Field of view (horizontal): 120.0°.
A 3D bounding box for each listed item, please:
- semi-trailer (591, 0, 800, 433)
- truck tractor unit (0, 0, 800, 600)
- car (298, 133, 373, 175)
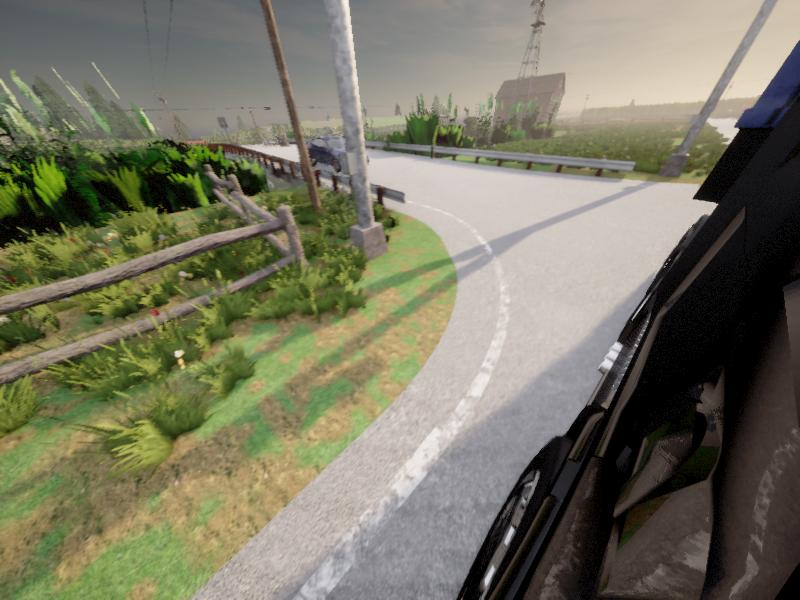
[{"bbox_3d":[9.130,-3.291,3.712,14.254,4.402,2.717,-23,42,-24],"label":"semi-trailer"},{"bbox_3d":[2.645,-0.295,0.351,6.516,4.208,3.053,-28,44,-30],"label":"truck tractor unit"},{"bbox_3d":[-3.689,-8.315,12.951,1.812,1.442,4.674,-30,48,-31],"label":"car"}]
